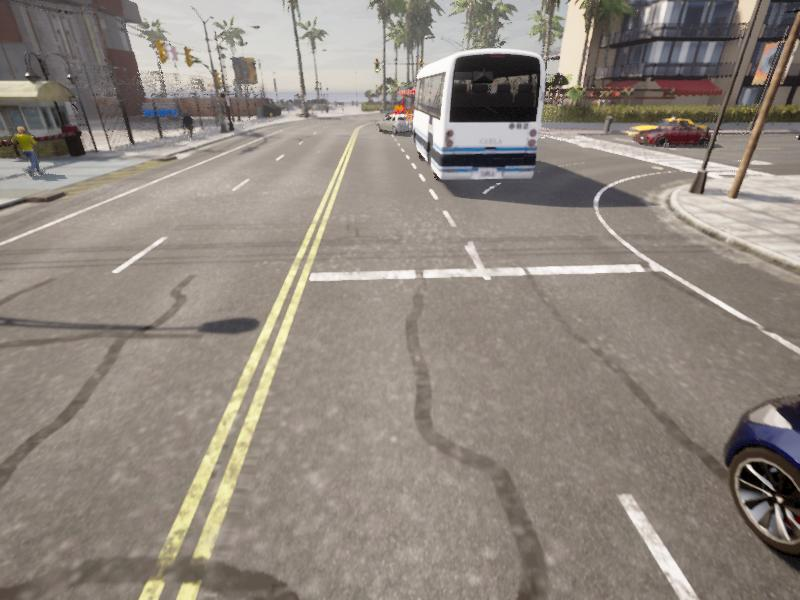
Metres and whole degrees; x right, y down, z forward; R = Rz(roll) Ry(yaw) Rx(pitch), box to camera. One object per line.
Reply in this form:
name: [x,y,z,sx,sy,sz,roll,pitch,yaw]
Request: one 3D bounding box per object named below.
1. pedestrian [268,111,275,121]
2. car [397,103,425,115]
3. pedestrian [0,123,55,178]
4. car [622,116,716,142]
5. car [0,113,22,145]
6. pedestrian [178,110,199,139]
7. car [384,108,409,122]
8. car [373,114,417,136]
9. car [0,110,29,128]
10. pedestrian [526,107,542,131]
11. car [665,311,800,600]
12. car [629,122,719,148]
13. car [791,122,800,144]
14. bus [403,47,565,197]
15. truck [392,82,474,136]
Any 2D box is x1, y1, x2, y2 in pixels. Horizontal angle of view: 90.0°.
pedestrian: [-15.285,-21.889,47.541,0.500,1.100,0.500,1,27,2]
car: [1.822,-31.484,65.968,2.033,1.649,4.856,22,34,36]
pedestrian: [-14.162,-5.690,15.245,0.751,1.860,0.751,-2,27,-3]
car: [19.333,-12.405,28.944,5.366,1.575,1.801,-2,27,-3]
car: [-27.010,-10.623,25.086,2.185,1.767,4.553,-2,27,-4]
pedestrian: [-14.956,-12.442,28.361,0.751,1.860,0.751,-3,27,-5]
car: [-0.361,-23.000,49.775,1.994,1.385,4.181,7,28,14]
car: [-0.446,-14.789,33.707,1.970,1.475,3.806,-16,31,-27]
car: [-39.556,-17.761,39.325,2.002,1.452,4.674,-2,27,-4]
pedestrian: [11.673,-15.824,34.902,0.751,1.860,0.751,-11,29,-20]
car: [3.764,1.834,1.412,2.163,1.488,4.792,-2,27,-3]
car: [17.545,-10.644,25.757,4.181,1.385,1.994,-2,27,-3]
car: [28.916,-11.122,26.412,3.988,1.617,1.851,-2,27,-4]
bus: [2.475,-7.738,16.987,3.944,4.253,10.273,-2,28,-3]
truck: [2.643,-17.102,35.632,2.891,3.827,8.468,-15,31,-26]
